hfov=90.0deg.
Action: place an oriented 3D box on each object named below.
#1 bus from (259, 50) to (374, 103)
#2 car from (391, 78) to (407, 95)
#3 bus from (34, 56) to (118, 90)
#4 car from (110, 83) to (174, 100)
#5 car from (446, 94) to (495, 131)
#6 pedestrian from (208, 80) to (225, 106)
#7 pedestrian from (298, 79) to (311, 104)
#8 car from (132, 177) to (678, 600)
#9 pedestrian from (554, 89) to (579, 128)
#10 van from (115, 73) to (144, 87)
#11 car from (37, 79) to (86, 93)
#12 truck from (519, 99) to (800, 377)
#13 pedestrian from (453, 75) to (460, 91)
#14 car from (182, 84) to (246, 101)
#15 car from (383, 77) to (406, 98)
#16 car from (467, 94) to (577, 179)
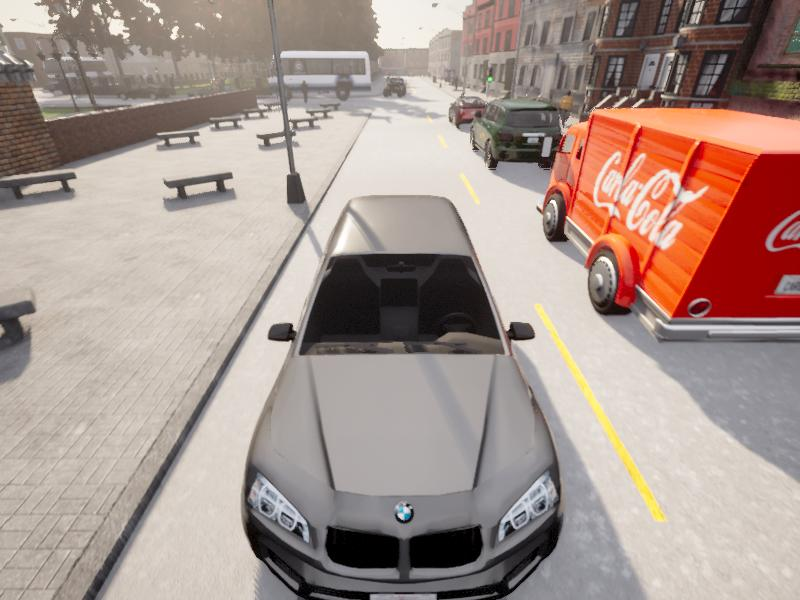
[{"bbox_3d":[-8.046,-22.200,39.732,10.273,4.253,3.944,-5,31,-9],"label":"bus"},{"bbox_3d":[-0.094,-27.240,50.933,1.930,1.638,5.238,0,31,0],"label":"car"},{"bbox_3d":[-49.279,-34.999,61.593,3.944,4.253,10.273,0,31,0],"label":"bus"},{"bbox_3d":[-26.435,-21.423,41.086,5.008,1.535,1.882,0,30,0],"label":"car"},{"bbox_3d":[3.978,-11.021,23.327,2.007,1.525,4.514,0,30,0],"label":"car"},{"bbox_3d":[-15.117,-17.058,33.037,0.751,1.860,0.751,-3,30,-5],"label":"pedestrian"},{"bbox_3d":[-8.445,-18.526,35.548,0.751,1.860,0.751,2,30,3],"label":"pedestrian"},{"bbox_3d":[0.010,0.170,4.050,2.242,1.667,4.611,0,31,0],"label":"car"},{"bbox_3d":[8.919,-10.292,21.495,0.751,1.860,0.751,1,30,2],"label":"pedestrian"},{"bbox_3d":[-45.301,-36.886,67.068,1.775,1.987,4.442,-1,30,-1],"label":"van"},{"bbox_3d":[-45.538,-28.938,54.067,2.033,1.411,5.357,1,30,1],"label":"car"},{"bbox_3d":[4.002,-1.513,6.140,2.627,2.467,5.204,0,30,0],"label":"truck"},{"bbox_3d":[7.567,-29.089,53.624,0.751,1.860,0.751,3,30,5],"label":"pedestrian"},{"bbox_3d":[-19.009,-21.334,41.077,5.357,1.411,2.033,0,30,1],"label":"car"},{"bbox_3d":[-0.546,-24.123,45.356,1.905,1.878,3.866,5,31,9],"label":"car"},{"bbox_3d":[4.005,-6.105,14.412,2.150,2.045,5.566,0,31,0],"label":"car"}]
